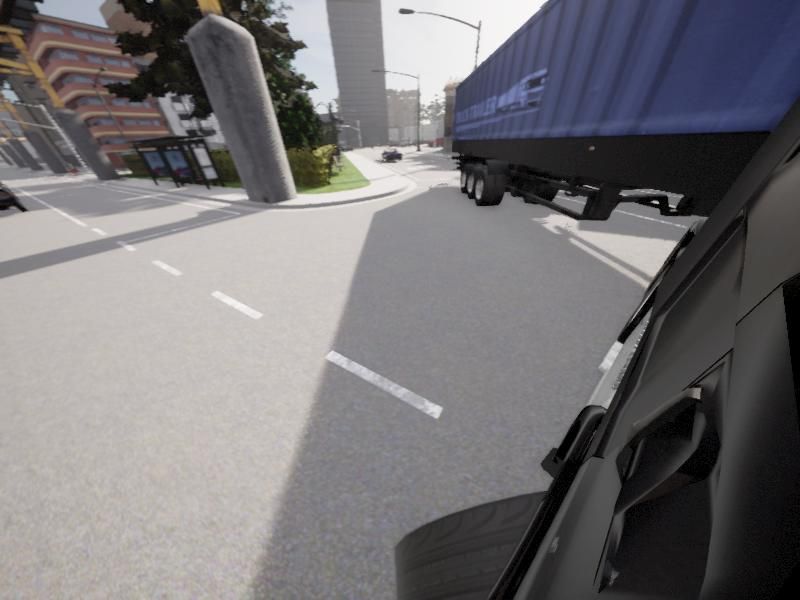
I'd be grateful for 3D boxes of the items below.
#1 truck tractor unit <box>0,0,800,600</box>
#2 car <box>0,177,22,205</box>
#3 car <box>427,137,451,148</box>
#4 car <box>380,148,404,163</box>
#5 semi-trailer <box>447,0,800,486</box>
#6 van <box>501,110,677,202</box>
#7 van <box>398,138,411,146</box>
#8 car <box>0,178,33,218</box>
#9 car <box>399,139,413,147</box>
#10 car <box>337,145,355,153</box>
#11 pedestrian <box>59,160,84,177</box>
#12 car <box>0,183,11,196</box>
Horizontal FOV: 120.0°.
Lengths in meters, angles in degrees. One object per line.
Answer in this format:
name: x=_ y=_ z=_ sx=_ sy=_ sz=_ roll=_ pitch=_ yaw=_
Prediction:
truck tractor unit: x=2.645 y=-0.295 z=0.351 sx=6.516 sy=4.208 sz=3.053 roll=-28 pitch=44 yaw=-30
car: x=-26.691 y=-7.041 z=14.587 sx=5.027 sy=1.651 sz=2.152 roll=18 pitch=40 yaw=27
car: x=10.061 y=-41.053 z=60.151 sx=5.566 sy=2.045 sz=2.150 roll=17 pitch=40 yaw=27
car: x=-1.050 y=-17.593 z=28.044 sx=1.895 sy=1.301 sz=4.718 roll=-10 pitch=35 yaw=-10
semi-trailer: x=4.042 y=-4.595 z=6.213 sx=2.717 sy=4.402 sz=14.254 roll=-2 pitch=35 yaw=1
van: x=7.272 y=-6.454 z=10.293 sx=1.988 sy=2.561 sz=5.915 roll=-8 pitch=35 yaw=-8
van: x=1.767 y=-60.122 z=87.872 sx=1.988 sy=2.561 sz=5.915 roll=18 pitch=40 yaw=27
car: x=-20.744 y=-5.135 z=11.367 sx=5.238 sy=1.638 sz=1.930 roll=18 pitch=40 yaw=27
car: x=2.170 y=-56.565 z=83.158 sx=2.150 sy=2.045 sz=5.566 roll=18 pitch=40 yaw=27
car: x=-14.500 y=-40.980 z=62.570 sx=2.163 sy=1.488 sz=4.792 roll=15 pitch=39 yaw=24
pedestrian: x=-41.957 y=-16.778 z=29.522 sx=0.751 sy=1.860 sz=0.751 roll=4 pitch=35 yaw=9
car: x=-32.716 y=-8.912 z=17.826 sx=4.974 sy=1.542 sz=2.038 roll=18 pitch=40 yaw=27
